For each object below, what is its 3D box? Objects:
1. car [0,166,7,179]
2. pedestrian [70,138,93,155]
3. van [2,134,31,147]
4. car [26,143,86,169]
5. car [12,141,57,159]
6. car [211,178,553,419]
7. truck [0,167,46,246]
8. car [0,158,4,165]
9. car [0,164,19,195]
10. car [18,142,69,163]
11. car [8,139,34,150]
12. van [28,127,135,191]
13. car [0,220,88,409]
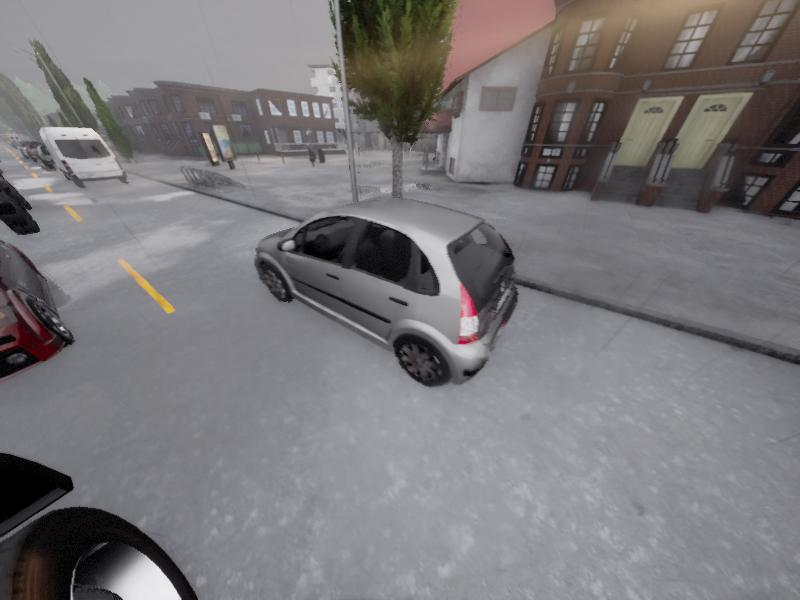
[{"bbox_3d":[-27.728,-8.871,14.895,5.366,1.575,1.801,22,41,28],"label":"car"},{"bbox_3d":[-41.819,-20.167,30.345,0.751,1.860,0.751,12,37,16],"label":"pedestrian"},{"bbox_3d":[-87.029,-36.152,52.371,6.366,2.431,2.351,22,41,28],"label":"van"},{"bbox_3d":[-30.018,-12.616,20.153,4.856,1.649,2.033,22,41,28],"label":"car"},{"bbox_3d":[-43.423,-17.884,27.477,4.611,1.667,2.242,24,41,29],"label":"car"},{"bbox_3d":[-0.457,-0.593,3.355,3.988,1.617,1.851,22,41,28],"label":"car"},{"bbox_3d":[-12.748,-3.035,6.288,6.274,2.098,2.390,23,41,28],"label":"truck"},{"bbox_3d":[-39.850,-13.925,21.699,4.605,1.855,1.932,23,41,27],"label":"car"},{"bbox_3d":[-20.671,-6.014,10.961,4.902,1.511,2.128,23,41,28],"label":"car"},{"bbox_3d":[-37.517,-15.605,24.292,4.611,1.667,2.242,23,41,29],"label":"car"},{"bbox_3d":[-78.202,-32.110,47.662,5.027,1.651,2.152,22,41,28],"label":"car"},{"bbox_3d":[-17.855,-8.026,12.949,5.915,2.561,1.988,23,41,28],"label":"van"},{"bbox_3d":[-5.971,0.031,2.652,4.181,1.385,1.994,22,40,28],"label":"car"}]
